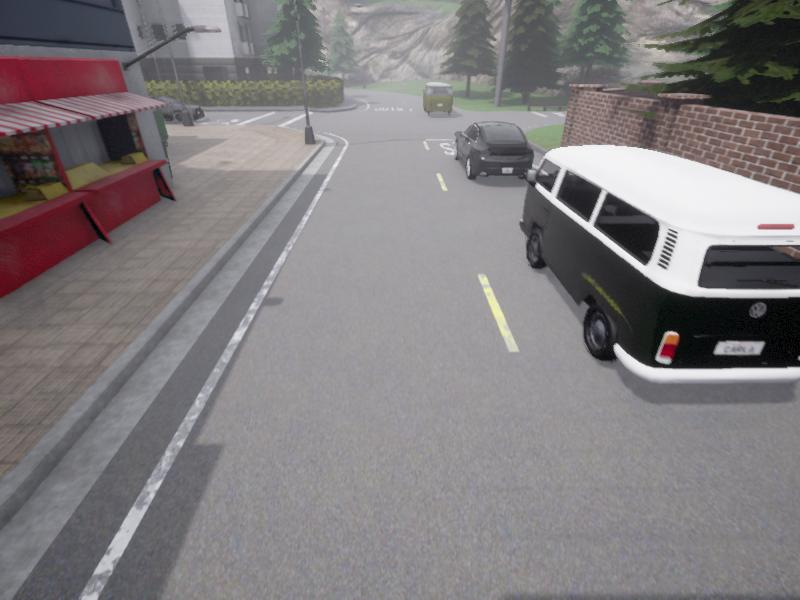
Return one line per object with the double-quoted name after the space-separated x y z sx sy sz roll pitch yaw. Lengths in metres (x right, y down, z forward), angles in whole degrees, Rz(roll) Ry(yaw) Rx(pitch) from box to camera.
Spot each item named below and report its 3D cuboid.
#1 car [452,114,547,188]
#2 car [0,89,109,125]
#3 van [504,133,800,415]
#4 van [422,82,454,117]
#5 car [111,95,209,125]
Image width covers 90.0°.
2.981 -5.077 13.199 1.837 1.490 4.892 0 30 -1 "car"
-19.928 -11.014 22.812 4.611 1.667 2.242 -1 30 -2 "car"
3.124 -0.862 5.453 2.069 2.038 4.480 0 30 -1 "van"
2.671 -14.513 28.812 1.775 1.987 4.442 -1 30 -1 "van"
-13.682 -10.988 23.069 4.181 1.385 1.994 -1 30 -2 "car"
